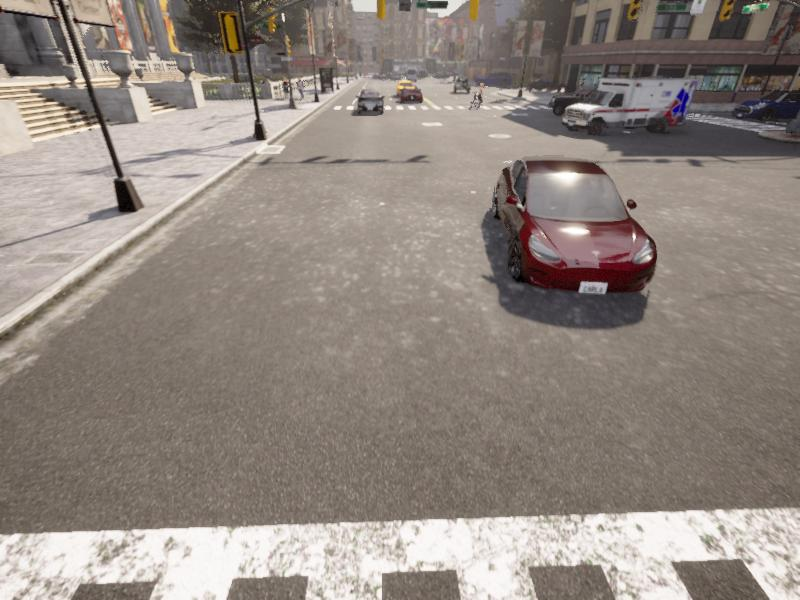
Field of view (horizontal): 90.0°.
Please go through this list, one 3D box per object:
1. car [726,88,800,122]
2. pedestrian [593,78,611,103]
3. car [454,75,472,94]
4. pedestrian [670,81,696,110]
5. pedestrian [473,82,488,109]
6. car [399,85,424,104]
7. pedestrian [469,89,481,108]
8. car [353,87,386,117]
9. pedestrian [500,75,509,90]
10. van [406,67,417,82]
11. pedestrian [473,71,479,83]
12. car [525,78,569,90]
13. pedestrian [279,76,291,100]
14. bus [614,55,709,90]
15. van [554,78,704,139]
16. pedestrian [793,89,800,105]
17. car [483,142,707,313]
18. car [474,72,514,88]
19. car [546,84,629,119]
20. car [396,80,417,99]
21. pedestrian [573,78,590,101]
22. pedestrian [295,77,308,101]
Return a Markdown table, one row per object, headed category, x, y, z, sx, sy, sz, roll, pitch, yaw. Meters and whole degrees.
| category | x | y | z | sx | sy | sz | roll | pitch | yaw |
| --- | --- | --- | --- | --- | --- | --- | --- | --- | --- |
| car | 23.946 | -12.327 | 25.292 | 4.553 | 1.767 | 2.097 | -1 | 30 | -1 |
| pedestrian | 17.831 | -18.556 | 35.422 | 0.751 | 1.860 | 0.751 | -3 | 31 | -6 |
| car | 7.662 | -26.588 | 49.331 | 1.932 | 1.855 | 4.605 | 3 | 31 | 5 |
| pedestrian | 21.105 | -15.261 | 29.845 | 0.751 | 1.860 | 0.751 | -12 | 33 | -20 |
| pedestrian | 6.258 | -15.950 | 31.215 | 0.751 | 1.860 | 0.751 | -3 | 31 | -6 |
| car | 0.970 | -18.886 | 36.702 | 1.994 | 1.385 | 4.181 | -1 | 30 | -2 |
| pedestrian | 5.992 | -16.074 | 31.977 | 0.751 | 1.300 | 0.751 | 1 | 30 | 1 |
| car | -2.103 | -14.266 | 28.688 | 2.128 | 1.511 | 4.902 | -1 | 31 | -2 |
| pedestrian | 14.463 | -30.060 | 55.249 | 0.751 | 1.860 | 0.751 | -8 | 32 | -14 |
| van | 2.321 | -45.922 | 81.499 | 1.988 | 2.561 | 5.915 | 0 | 31 | 1 |
| pedestrian | 14.132 | -41.282 | 74.015 | 0.751 | 1.860 | 0.751 | -3 | 31 | -5 |
| car | 21.276 | -31.371 | 58.030 | 5.357 | 1.411 | 2.033 | -1 | 31 | -2 |
| pedestrian | -10.649 | -19.696 | 37.166 | 0.751 | 1.860 | 0.751 | -5 | 31 | -9 |
| bus | 37.713 | -33.004 | 58.099 | 10.273 | 4.253 | 3.944 | -1 | 31 | -3 |
| van | 11.524 | -9.843 | 20.362 | 6.366 | 2.431 | 2.351 | -9 | 32 | -16 |
| pedestrian | 34.592 | -17.665 | 34.022 | 0.751 | 1.860 | 0.751 | 1 | 30 | 2 |
| car | 2.929 | -1.723 | 7.440 | 2.163 | 1.488 | 4.792 | 3 | 31 | 5 |
| car | 14.173 | -33.497 | 60.949 | 5.566 | 2.045 | 2.150 | 3 | 31 | 5 |
| car | 12.598 | -13.424 | 26.994 | 4.605 | 1.855 | 1.932 | 15 | 34 | 24 |
| car | 0.590 | -22.714 | 43.036 | 1.882 | 1.535 | 5.008 | -1 | 31 | -3 |
| pedestrian | 16.883 | -19.650 | 37.274 | 0.751 | 1.860 | 0.751 | -4 | 31 | -7 |
| pedestrian | -8.873 | -18.990 | 35.978 | 0.751 | 1.860 | 0.751 | -12 | 33 | -19 |
